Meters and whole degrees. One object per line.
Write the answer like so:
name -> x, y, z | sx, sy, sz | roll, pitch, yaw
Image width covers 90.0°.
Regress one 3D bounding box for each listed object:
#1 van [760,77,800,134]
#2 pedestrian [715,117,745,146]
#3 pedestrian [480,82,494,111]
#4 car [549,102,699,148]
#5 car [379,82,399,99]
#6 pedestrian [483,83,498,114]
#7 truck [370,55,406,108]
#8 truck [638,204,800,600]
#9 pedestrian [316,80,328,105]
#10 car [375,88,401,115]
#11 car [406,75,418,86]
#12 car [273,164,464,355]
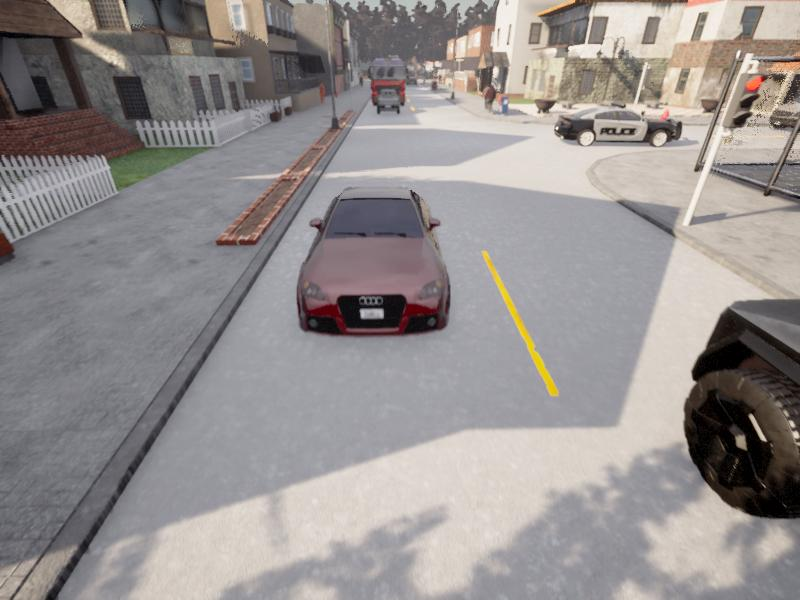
van -> 23.293, -10.285, 21.113 | 5.915, 2.561, 1.988 | 0, 30, 0
pedestrian -> 14.401, -7.352, 17.463 | 0.500, 1.100, 0.500 | 3, 30, 5
pedestrian -> 6.516, -15.249, 29.988 | 0.751, 1.860, 0.751 | 3, 30, 5
car -> 9.650, -7.794, 17.725 | 5.238, 1.638, 1.930 | 2, 30, 3
car -> -1.200, -23.290, 44.383 | 2.163, 1.488, 4.792 | -1, 30, -1
pedestrian -> 6.363, -14.181, 28.160 | 0.751, 1.860, 0.751 | 4, 31, 7
truck -> -1.043, -20.008, 36.449 | 2.891, 3.827, 8.468 | -1, 30, -1
truck -> 3.741, 1.726, 0.979 | 2.390, 2.098, 6.274 | 0, 30, -1
pedestrian -> -6.693, -17.739, 34.250 | 0.751, 1.860, 0.751 | -1, 30, -1
car -> -0.872, -14.853, 29.877 | 1.789, 1.549, 3.705 | -1, 30, -1
car -> 2.164, -40.330, 73.492 | 2.038, 1.542, 4.974 | -1, 30, -1
car -> -0.366, -0.995, 6.353 | 1.994, 1.385, 4.181 | -1, 30, -1
